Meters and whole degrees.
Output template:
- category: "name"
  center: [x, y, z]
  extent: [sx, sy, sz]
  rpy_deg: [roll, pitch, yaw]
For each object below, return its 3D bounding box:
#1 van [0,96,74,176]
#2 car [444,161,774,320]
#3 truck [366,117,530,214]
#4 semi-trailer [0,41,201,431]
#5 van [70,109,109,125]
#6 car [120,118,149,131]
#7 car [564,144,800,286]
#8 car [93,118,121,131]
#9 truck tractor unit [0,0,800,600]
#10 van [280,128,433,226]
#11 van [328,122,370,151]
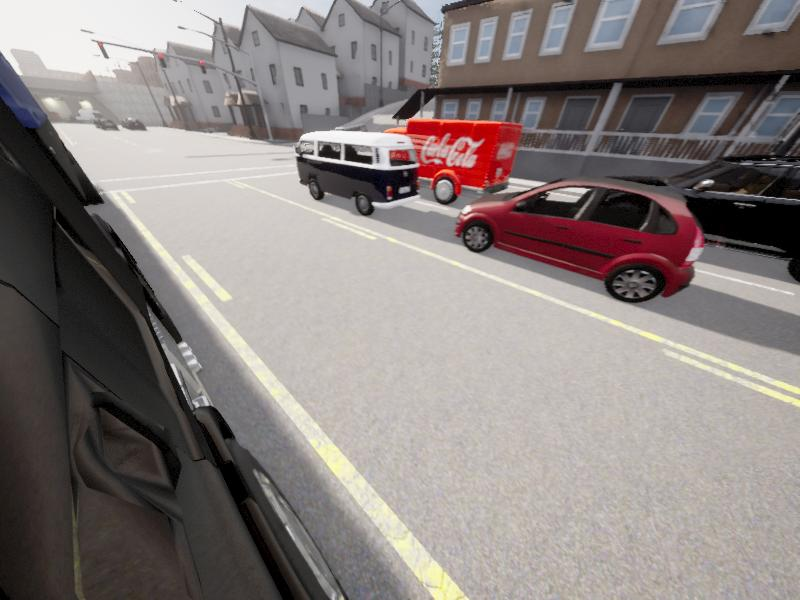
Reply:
- category: "van"
  center: [-17.721, -7.632, 10.606]
  extent: [5.915, 2.561, 1.988]
  rpy_deg: [28, 44, 30]
- category: "car"
  center: [3.202, -1.565, 4.627]
  extent: [3.988, 1.617, 1.851]
  rpy_deg: [28, 44, 30]
- category: "truck"
  center: [1.491, -5.467, 9.020]
  extent: [5.204, 2.467, 2.627]
  rpy_deg: [29, 44, 31]
- category: "semi-trailer"
  center: [-8.686, -3.613, 4.241]
  extent: [14.254, 4.402, 2.717]
  rpy_deg: [28, 44, 30]
- category: "van"
  center: [-71.839, -42.269, 53.436]
  extent: [5.915, 2.561, 1.988]
  rpy_deg: [10, 37, 9]
- category: "car"
  center: [-46.858, -30.999, 40.731]
  extent: [4.611, 1.667, 2.242]
  rpy_deg: [28, 44, 30]
- category: "car"
  center: [7.571, -2.131, 5.303]
  extent: [5.566, 2.045, 2.150]
  rpy_deg: [28, 44, 30]
- category: "car"
  center: [-47.893, -28.762, 37.787]
  extent: [4.514, 1.525, 2.007]
  rpy_deg: [28, 44, 30]
- category: "truck tractor unit"
  center: [-2.645, -0.295, 0.352]
  extent: [6.516, 4.208, 3.053]
  rpy_deg: [28, 44, 30]
- category: "van"
  center: [-1.494, -4.245, 7.548]
  extent: [4.480, 2.038, 2.069]
  rpy_deg: [28, 43, 30]
- category: "van"
  center: [-5.799, -19.106, 26.927]
  extent: [1.775, 1.987, 4.442]
  rpy_deg: [27, 52, 29]
